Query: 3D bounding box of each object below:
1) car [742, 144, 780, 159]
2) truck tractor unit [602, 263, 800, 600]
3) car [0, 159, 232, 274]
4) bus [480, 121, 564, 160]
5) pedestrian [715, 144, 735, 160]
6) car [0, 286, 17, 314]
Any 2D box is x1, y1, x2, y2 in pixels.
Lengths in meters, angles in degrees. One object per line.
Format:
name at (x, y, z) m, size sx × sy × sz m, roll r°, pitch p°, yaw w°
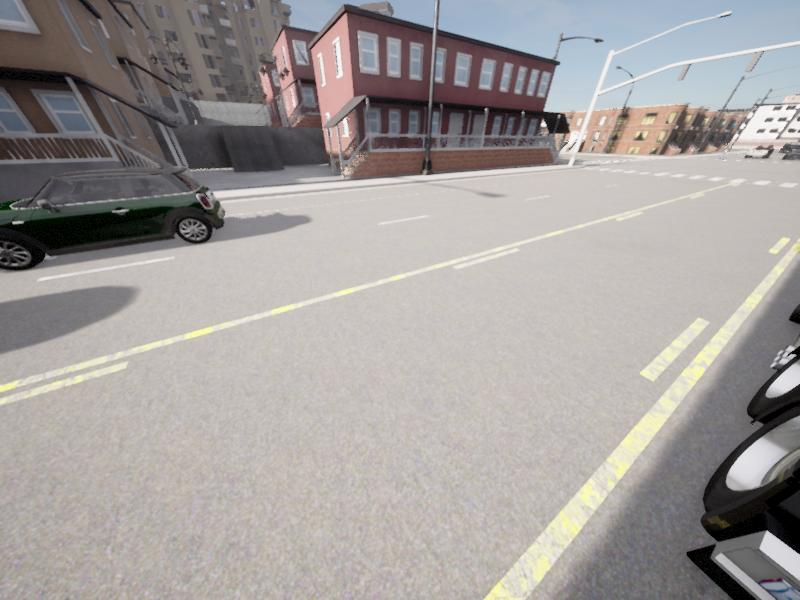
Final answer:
car at (54.919, -22.602, 35.110) m, size 4.605 × 1.855 × 1.932 m, roll -18°, pitch 39°, yaw -24°
truck tractor unit at (5.113, -0.295, 0.795) m, size 6.516 × 4.208 × 3.053 m, roll -18°, pitch 39°, yaw -24°
car at (-7.114, -2.247, 5.604) m, size 4.553 × 1.767 × 2.097 m, roll -18°, pitch 39°, yaw -24°
bus at (17.892, -24.372, 35.347) m, size 3.944 × 4.253 × 10.273 m, roll -18°, pitch 39°, yaw -24°
pedestrian at (45.123, -20.557, 32.089) m, size 0.751 × 1.860 × 0.751 m, roll -22°, pitch 41°, yaw -29°
car at (-8.086, 0.533, 1.917) m, size 4.674 × 1.442 × 1.812 m, roll -18°, pitch 39°, yaw -24°
